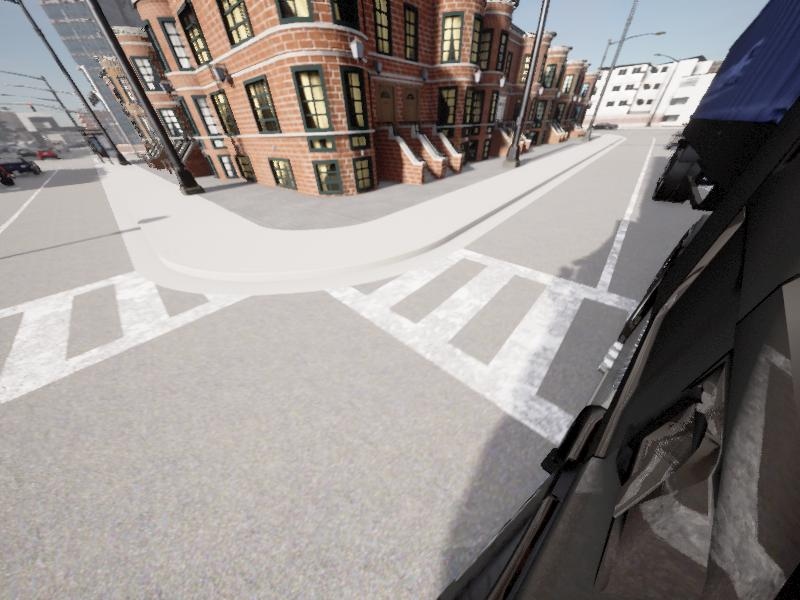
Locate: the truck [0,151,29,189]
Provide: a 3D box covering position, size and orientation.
[{"bbox_3d":[-25.205,-7.470,12.957,2.627,2.467,5.204,-27,41,-29],"label":"truck"}]

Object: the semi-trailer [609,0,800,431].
[{"bbox_3d":[8.159,-3.928,4.691,2.717,4.402,14.254,28,47,33],"label":"semi-trailer"}]

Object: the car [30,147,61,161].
[{"bbox_3d":[-53.501,-22.102,34.939,4.514,1.525,2.007,24,45,31],"label":"car"}]

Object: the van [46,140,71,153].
[{"bbox_3d":[-84.636,-38.184,57.422,6.366,2.431,2.351,27,46,33],"label":"van"}]

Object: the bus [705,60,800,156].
[{"bbox_3d":[25.565,-12.764,15.584,3.944,4.253,10.273,27,46,34],"label":"bus"}]

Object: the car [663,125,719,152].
[{"bbox_3d":[22.190,-12.530,17.850,2.033,1.411,5.357,27,46,33],"label":"car"}]

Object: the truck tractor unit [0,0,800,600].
[{"bbox_3d":[2.645,-0.295,0.351,6.516,4.208,3.053,-28,44,-30],"label":"truck tractor unit"}]

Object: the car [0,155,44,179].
[{"bbox_3d":[-32.207,-11.222,19.394,4.718,1.301,1.895,27,46,33],"label":"car"}]

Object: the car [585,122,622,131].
[{"bbox_3d":[42.603,-36.531,48.587,2.033,1.411,5.357,-19,40,-21],"label":"car"}]

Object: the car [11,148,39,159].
[{"bbox_3d":[-69.341,-27.228,42.807,3.806,1.475,1.970,27,46,33],"label":"car"}]
